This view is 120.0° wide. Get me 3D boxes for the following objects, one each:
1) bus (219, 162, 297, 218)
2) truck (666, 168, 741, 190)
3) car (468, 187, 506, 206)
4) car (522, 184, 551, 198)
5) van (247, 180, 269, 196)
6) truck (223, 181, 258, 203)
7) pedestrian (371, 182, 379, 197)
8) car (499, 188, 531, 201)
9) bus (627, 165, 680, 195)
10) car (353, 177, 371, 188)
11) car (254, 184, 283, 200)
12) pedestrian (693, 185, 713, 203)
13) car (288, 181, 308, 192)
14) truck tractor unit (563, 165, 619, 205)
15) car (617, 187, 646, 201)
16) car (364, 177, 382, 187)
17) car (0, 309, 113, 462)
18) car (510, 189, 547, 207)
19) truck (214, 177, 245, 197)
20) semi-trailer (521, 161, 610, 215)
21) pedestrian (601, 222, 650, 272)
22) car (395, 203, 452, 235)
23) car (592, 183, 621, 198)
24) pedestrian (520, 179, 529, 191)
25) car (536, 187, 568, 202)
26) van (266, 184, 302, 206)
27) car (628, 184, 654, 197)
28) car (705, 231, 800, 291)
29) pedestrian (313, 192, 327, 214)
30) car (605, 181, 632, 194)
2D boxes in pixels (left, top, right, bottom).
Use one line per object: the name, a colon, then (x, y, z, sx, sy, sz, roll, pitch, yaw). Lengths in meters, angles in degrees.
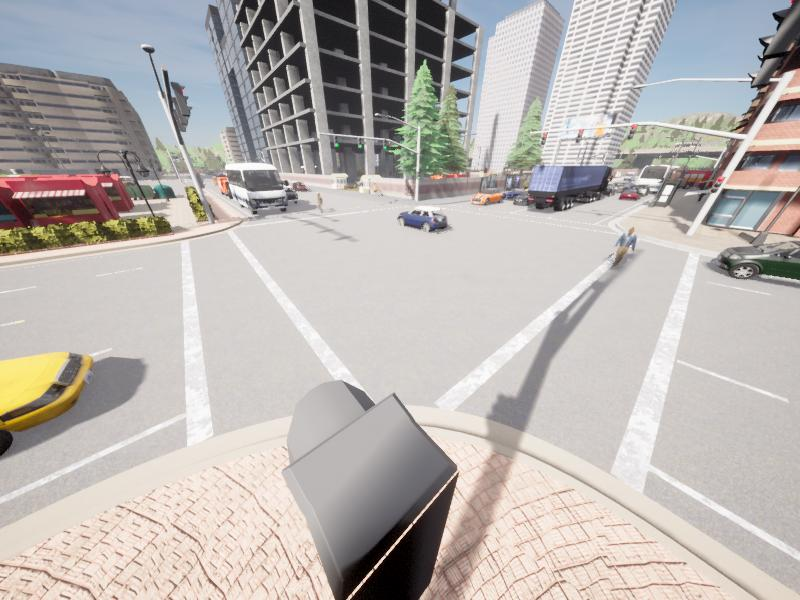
bus: (-14.921, -11.711, 23.927, 3.944, 4.253, 10.273, -23, 37, -34)
truck: (61.357, -24.761, 47.069, 8.468, 3.827, 2.891, 6, 31, 11)
car: (10.696, -12.768, 28.325, 4.553, 1.767, 2.097, -23, 37, -34)
car: (21.384, -17.126, 36.131, 5.008, 1.535, 1.882, -23, 37, -34)
van: (-22.874, -18.026, 37.131, 1.775, 1.987, 4.442, -23, 37, -34)
truck: (-21.586, -14.612, 31.105, 2.390, 2.098, 6.274, -23, 37, -34)
pedestrian: (-3.573, -16.037, 33.459, 0.751, 1.860, 0.751, -25, 38, -36)
car: (16.067, -14.798, 32.341, 4.718, 1.301, 1.895, -23, 37, -34)
bus: (44.604, -21.247, 40.556, 10.273, 4.253, 3.944, -23, 37, -34)
car: (-8.128, -24.929, 48.916, 1.905, 1.878, 3.866, -23, 37, -34)
car: (-18.829, -15.486, 33.095, 2.152, 1.651, 5.027, -23, 37, -34)
pedestrian: (36.534, -12.753, 27.881, 0.751, 1.860, 0.751, -22, 37, -33)
car: (-18.644, -20.780, 42.280, 1.851, 1.617, 3.988, -23, 37, -34)
truck tractor unit: (24.840, -15.169, 30.064, 6.516, 4.208, 3.053, -23, 37, -34)
car: (32.365, -14.788, 32.251, 4.181, 1.385, 1.994, -24, 38, -35)
car: (-5.875, -25.875, 50.553, 1.905, 1.878, 3.866, -23, 37, -34)
car: (-8.178, 2.036, 2.900, 5.366, 1.575, 1.801, -22, 36, -33)
car: (15.622, -12.414, 28.014, 4.892, 1.490, 1.837, -23, 37, -34)
truck: (-26.810, -17.851, 36.338, 2.627, 2.467, 5.204, -23, 37, -34)
semi-trailer: (18.774, -12.717, 25.614, 14.254, 4.402, 2.717, -23, 37, -34)
pedestrian: (9.611, -2.262, 9.916, 0.751, 1.860, 0.751, -20, 35, -31)
car: (1.609, -6.088, 17.055, 1.970, 1.475, 3.806, -23, 37, -35)
car: (32.536, -17.274, 36.284, 5.238, 1.638, 1.930, -23, 37, -34)
pedestrian: (22.766, -21.086, 42.314, 0.751, 1.860, 0.751, -16, 34, -26)
car: (21.150, -14.728, 32.022, 4.892, 1.490, 1.837, -23, 37, -34)
van: (-14.139, -12.869, 28.144, 2.069, 2.038, 4.480, -26, 39, -38)
car: (37.711, -17.139, 36.085, 3.988, 1.617, 1.851, -23, 37, -34)
car: (15.077, -1.392, 8.752, 3.705, 1.549, 1.789, 23, 37, 34)
pedestrian: (-7.564, -9.130, 21.804, 0.751, 1.860, 0.751, 0, 30, 0)
car: (38.199, -19.654, 40.376, 4.611, 1.667, 2.242, -23, 37, -34)
